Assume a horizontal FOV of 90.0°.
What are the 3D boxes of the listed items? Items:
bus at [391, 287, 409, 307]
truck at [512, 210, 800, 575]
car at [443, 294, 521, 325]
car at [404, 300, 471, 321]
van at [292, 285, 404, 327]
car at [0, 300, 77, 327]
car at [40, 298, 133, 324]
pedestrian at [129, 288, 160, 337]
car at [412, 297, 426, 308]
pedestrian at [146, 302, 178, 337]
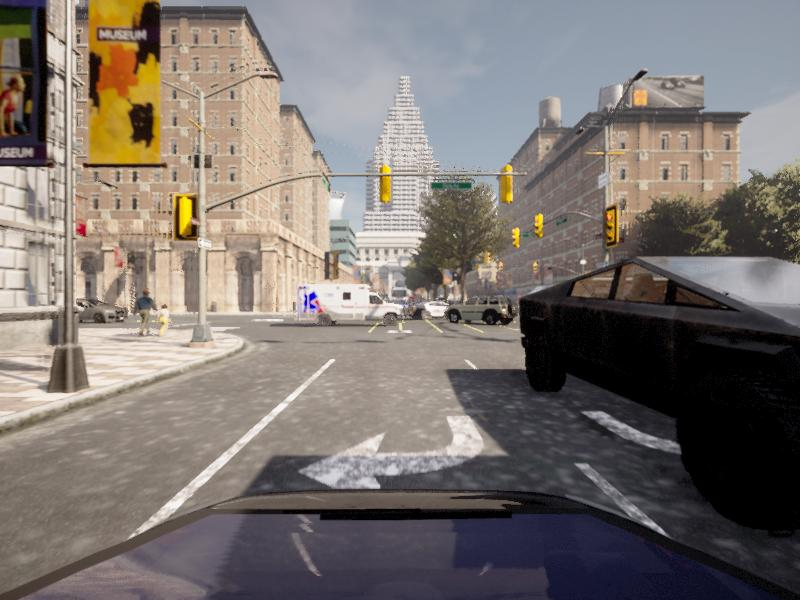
[{"bbox_3d":[0.032,-0.668,90.265,3.944,4.253,10.273,0,0,0],"label":"bus"},{"bbox_3d":[3.495,0.550,5.073,2.390,2.098,6.274,0,0,0],"label":"truck"},{"bbox_3d":[5.200,0.609,25.820,1.932,1.855,4.605,0,-1,-44],"label":"car"},{"bbox_3d":[2.967,0.779,31.886,4.974,1.542,2.038,0,0,-24],"label":"car"},{"bbox_3d":[-2.960,0.343,24.008,6.366,2.431,2.351,0,0,0],"label":"van"},{"bbox_3d":[-22.352,0.793,23.888,4.514,1.525,2.007,0,0,0],"label":"car"},{"bbox_3d":[-21.338,0.716,27.392,4.611,1.667,2.242,0,0,0],"label":"car"},{"bbox_3d":[-9.834,0.462,15.440,0.751,1.860,0.751,0,0,-5],"label":"pedestrian"},{"bbox_3d":[3.428,0.467,73.415,2.150,2.045,5.566,0,0,0],"label":"car"},{"bbox_3d":[-9.183,0.742,15.456,0.751,1.300,0.751,0,0,5],"label":"pedestrian"}]
